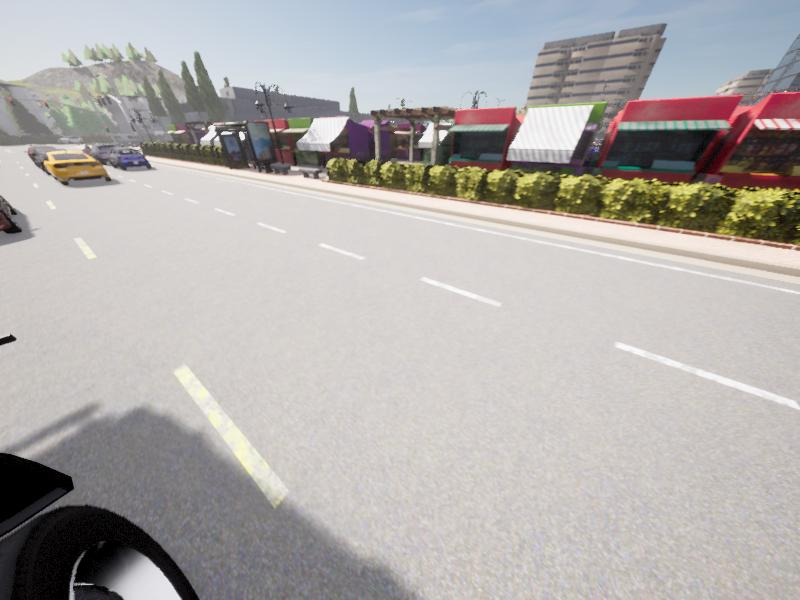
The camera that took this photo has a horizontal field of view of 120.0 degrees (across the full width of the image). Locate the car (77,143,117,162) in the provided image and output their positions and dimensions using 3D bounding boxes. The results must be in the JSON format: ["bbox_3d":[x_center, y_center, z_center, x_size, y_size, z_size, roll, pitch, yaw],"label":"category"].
[{"bbox_3d":[-32.249,-15.711,24.564,3.633,1.501,1.845,25,42,30],"label":"car"}]

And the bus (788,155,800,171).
[{"bbox_3d":[33.201,-10.273,14.952,3.944,4.253,10.273,22,41,28],"label":"bus"}]

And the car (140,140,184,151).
[{"bbox_3d":[-42.930,-28.050,41.877,2.152,1.651,5.027,25,42,30],"label":"car"}]

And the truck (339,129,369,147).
[{"bbox_3d":[-12.686,-45.505,64.949,2.891,3.827,8.468,23,41,29],"label":"truck"}]

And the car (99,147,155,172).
[{"bbox_3d":[-22.034,-11.439,18.646,4.193,1.474,1.816,22,41,28],"label":"car"}]

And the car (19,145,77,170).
[{"bbox_3d":[-30.041,-12.273,19.706,5.008,1.535,1.882,22,41,28],"label":"car"}]

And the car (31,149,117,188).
[{"bbox_3d":[-18.925,-7.755,13.399,5.008,1.535,1.882,22,41,27],"label":"car"}]

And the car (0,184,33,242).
[{"bbox_3d":[-12.526,-2.619,6.225,4.792,1.488,2.163,22,41,28],"label":"car"}]

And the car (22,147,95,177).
[{"bbox_3d":[-24.440,-9.967,16.535,4.792,1.488,2.163,22,41,28],"label":"car"}]

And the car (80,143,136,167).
[{"bbox_3d":[-27.380,-13.688,21.655,4.856,1.649,2.033,22,41,28],"label":"car"}]
